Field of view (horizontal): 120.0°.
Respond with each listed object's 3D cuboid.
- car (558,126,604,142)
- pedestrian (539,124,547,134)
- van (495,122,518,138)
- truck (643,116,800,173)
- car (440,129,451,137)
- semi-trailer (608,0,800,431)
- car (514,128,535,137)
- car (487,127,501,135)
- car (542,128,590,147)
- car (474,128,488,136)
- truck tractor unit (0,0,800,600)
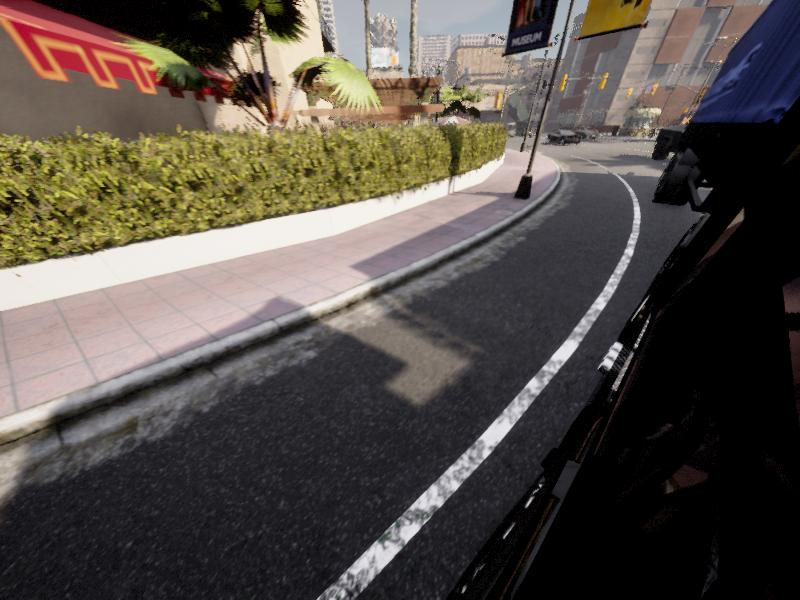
[{"bbox_3d":[25.907,-24.000,33.368,2.152,1.651,5.027,-8,37,-8],"label":"car"},{"bbox_3d":[32.739,-39.169,53.003,0.751,1.860,0.751,-4,37,-3],"label":"pedestrian"},{"bbox_3d":[22.829,-36.713,49.884,1.988,2.561,5.915,-2,37,1],"label":"van"},{"bbox_3d":[17.258,-8.785,12.860,2.390,2.098,6.274,9,38,14],"label":"truck"},{"bbox_3d":[12.628,-46.875,64.699,2.185,1.767,4.553,-2,37,0],"label":"car"},{"bbox_3d":[8.188,-3.876,4.717,2.717,4.402,14.254,28,46,34],"label":"semi-trailer"},{"bbox_3d":[26.349,-35.624,49.100,2.007,1.525,4.514,-2,37,1],"label":"car"},{"bbox_3d":[26.166,-47.091,64.471,2.033,1.649,4.856,-2,37,1],"label":"car"},{"bbox_3d":[19.603,-19.536,27.630,1.930,1.638,5.238,-2,37,1],"label":"car"},{"bbox_3d":[22.662,-47.345,65.065,2.242,1.667,4.611,-2,37,1],"label":"car"},{"bbox_3d":[2.645,-0.295,0.351,6.516,4.208,3.053,-28,44,-30],"label":"truck tractor unit"}]
